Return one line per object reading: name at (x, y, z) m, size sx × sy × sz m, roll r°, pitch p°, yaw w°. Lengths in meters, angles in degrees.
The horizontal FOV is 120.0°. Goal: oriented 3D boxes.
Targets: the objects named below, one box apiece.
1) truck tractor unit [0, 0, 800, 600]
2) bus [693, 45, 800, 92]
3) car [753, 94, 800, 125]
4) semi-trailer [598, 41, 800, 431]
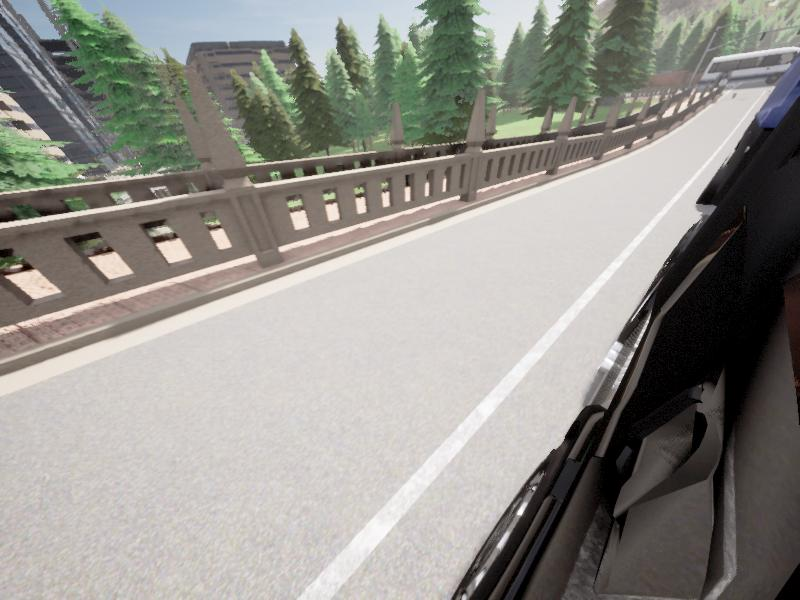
truck tractor unit at (2.645, -0.295, 0.351) m, size 6.516 × 4.208 × 3.053 m, roll -28°, pitch 44°, yaw -30°
bus at (58.855, -39.065, 39.169) m, size 3.944 × 4.253 × 10.273 m, roll -37°, pitch 48°, yaw -28°
car at (34.883, -17.584, 21.250) m, size 5.366 × 1.575 × 1.801 m, roll -33°, pitch 46°, yaw -25°
semi-trailer at (8.694, -3.611, 4.228) m, size 14.254 × 4.402 × 2.717 m, roll -28°, pitch 44°, yaw -30°
